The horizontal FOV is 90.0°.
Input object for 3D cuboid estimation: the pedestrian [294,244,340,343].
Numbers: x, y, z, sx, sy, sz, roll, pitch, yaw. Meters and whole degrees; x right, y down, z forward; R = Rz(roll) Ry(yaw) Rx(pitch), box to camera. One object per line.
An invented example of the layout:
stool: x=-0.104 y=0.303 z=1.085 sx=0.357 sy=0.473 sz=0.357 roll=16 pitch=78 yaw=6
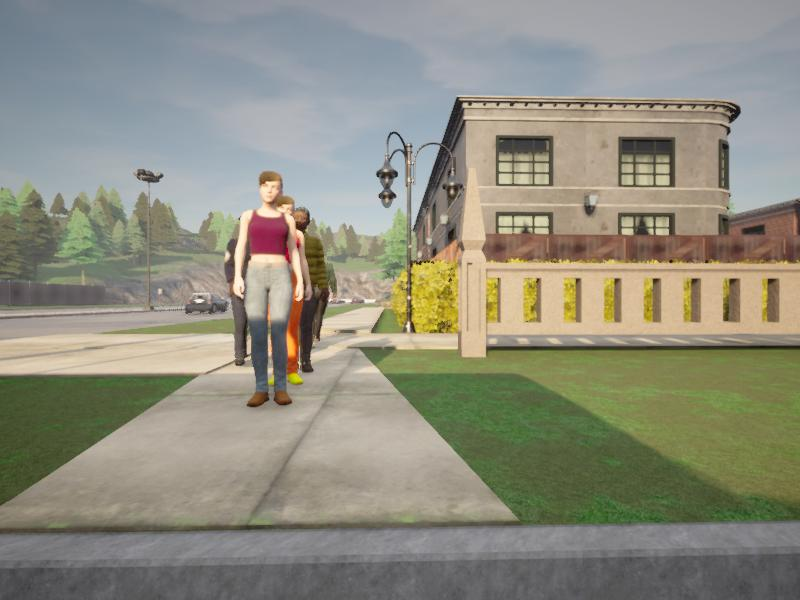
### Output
pedestrian: x=-1.607 y=-0.115 z=7.871 sx=0.751 sy=1.860 sz=0.751 roll=0 pitch=0 yaw=-1

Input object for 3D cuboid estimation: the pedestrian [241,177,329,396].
pedestrian: x=-1.112 y=-0.115 z=3.876 sx=0.751 sy=1.860 sz=0.751 roll=0 pitch=0 yaw=-18

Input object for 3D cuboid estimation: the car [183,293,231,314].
car: x=-14.127 y=0.252 z=29.526 sx=1.970 sy=1.475 sz=3.806 roll=0 pitch=0 yaw=-5

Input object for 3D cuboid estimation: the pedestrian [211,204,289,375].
pedestrian: x=-1.839 y=-0.115 z=4.871 sx=0.751 sy=1.860 sz=0.751 roll=0 pitch=0 yaw=-33

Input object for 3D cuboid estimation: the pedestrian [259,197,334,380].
pedestrian: x=-1.130 y=-0.115 z=4.508 sx=0.751 sy=1.860 sz=0.751 roll=0 pitch=0 yaw=-10

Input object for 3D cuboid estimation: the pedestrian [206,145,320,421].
pedestrian: x=-1.020 y=-0.115 z=3.149 sx=0.751 sy=1.860 sz=0.751 roll=0 pitch=0 yaw=-12
